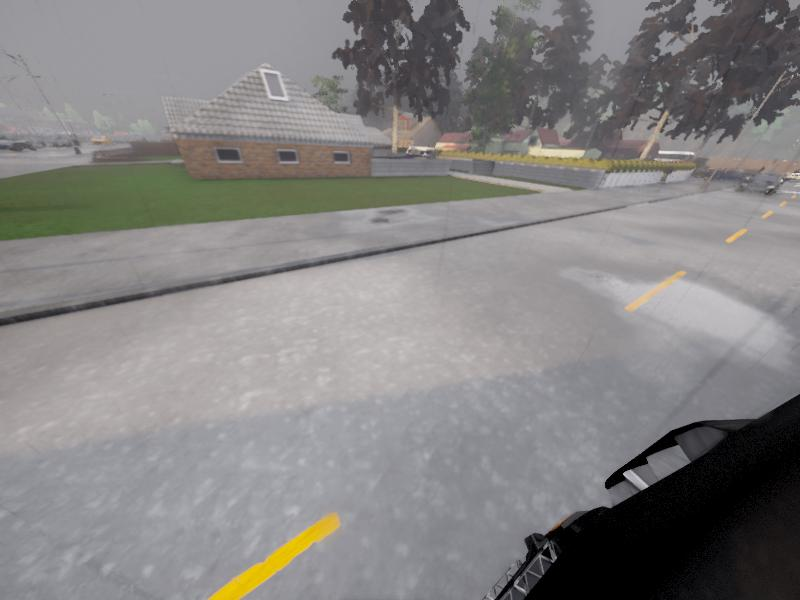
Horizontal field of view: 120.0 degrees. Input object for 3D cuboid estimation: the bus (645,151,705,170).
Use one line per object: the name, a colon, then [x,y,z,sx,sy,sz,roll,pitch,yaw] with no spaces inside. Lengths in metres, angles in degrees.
bus: [81.647,-41.811,69.029,3.944,4.253,10.273,-17,38,-27]

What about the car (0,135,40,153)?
car: [-41.280,-16.540,24.409,1.816,1.474,4.193,-17,38,-27]

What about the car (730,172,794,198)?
car: [31.060,-9.946,19.824,4.974,1.542,2.038,-17,38,-27]

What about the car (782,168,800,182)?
car: [65.707,-20.578,38.078,4.605,1.855,1.932,-17,38,-27]

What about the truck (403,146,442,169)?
truck: [2.441,-16.551,26.820,2.069,2.038,4.478,-17,38,-27]

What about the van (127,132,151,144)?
van: [-68.181,-42.400,60.414,2.351,2.431,6.366,-17,38,-27]

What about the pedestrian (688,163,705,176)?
pedestrian: [48.176,-21.234,37.543,0.751,1.860,0.751,-18,39,-28]

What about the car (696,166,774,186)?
car: [41.911,-15.660,29.142,2.152,1.651,5.027,-5,34,-12]

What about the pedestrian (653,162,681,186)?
pedestrian: [24.999,-11.803,21.639,0.751,1.860,0.751,-13,37,-22]
